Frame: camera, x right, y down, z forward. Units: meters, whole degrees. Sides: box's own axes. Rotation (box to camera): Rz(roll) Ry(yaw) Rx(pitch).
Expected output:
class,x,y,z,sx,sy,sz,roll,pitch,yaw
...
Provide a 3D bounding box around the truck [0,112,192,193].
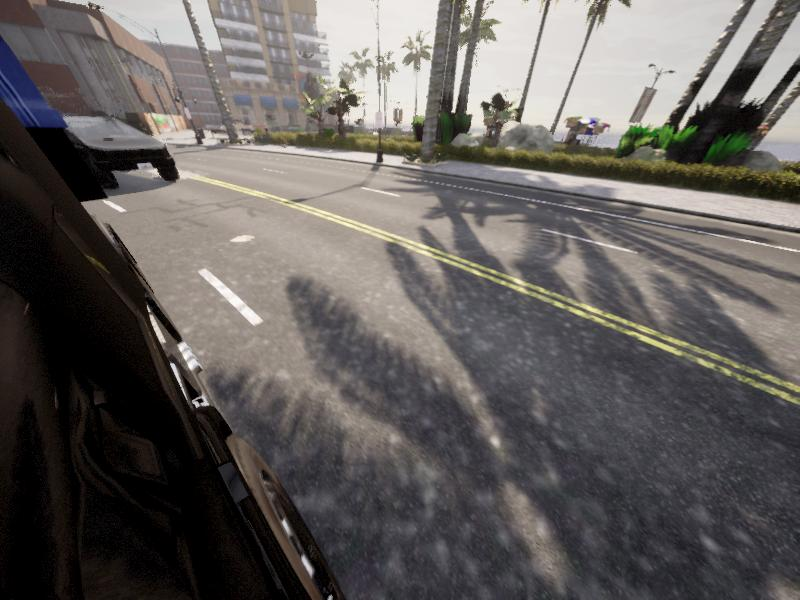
class,x,y,z,sx,sy,sz,roll,pitch,yaw
truck,-12.055,-6.068,9.271,6.274,2.098,2.390,18,39,20

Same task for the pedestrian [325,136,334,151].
class,x,y,z,sx,sy,sz,roll,pitch,yaw
pedestrian,-6.485,-14.379,21.231,0.500,1.100,0.500,19,40,20

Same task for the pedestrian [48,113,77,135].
class,x,y,z,sx,sy,sz,roll,pitch,yaw
pedestrian,-36.667,-19.115,25.139,0.751,1.860,0.751,-8,38,-13

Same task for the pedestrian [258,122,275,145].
class,x,y,z,sx,sy,sz,roll,pitch,yaw
pedestrian,-13.706,-17.089,23.788,0.751,1.860,0.751,22,41,24

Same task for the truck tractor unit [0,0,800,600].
class,x,y,z,sx,sy,sz,roll,pitch,yaw
truck tractor unit,-2.645,-0.295,0.351,6.516,4.208,3.053,28,44,30

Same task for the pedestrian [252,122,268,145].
class,x,y,z,sx,sy,sz,roll,pitch,yaw
pedestrian,-14.209,-16.901,23.507,0.751,1.860,0.751,-26,45,-32

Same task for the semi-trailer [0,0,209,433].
class,x,y,z,sx,sy,sz,roll,pitch,yaw
semi-trailer,-9.197,-3.202,3.676,14.254,4.402,2.717,22,41,24

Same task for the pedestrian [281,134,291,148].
class,x,y,z,sx,sy,sz,roll,pitch,yaw
pedestrian,-10.981,-15.356,22.270,0.500,1.100,0.500,19,40,21
